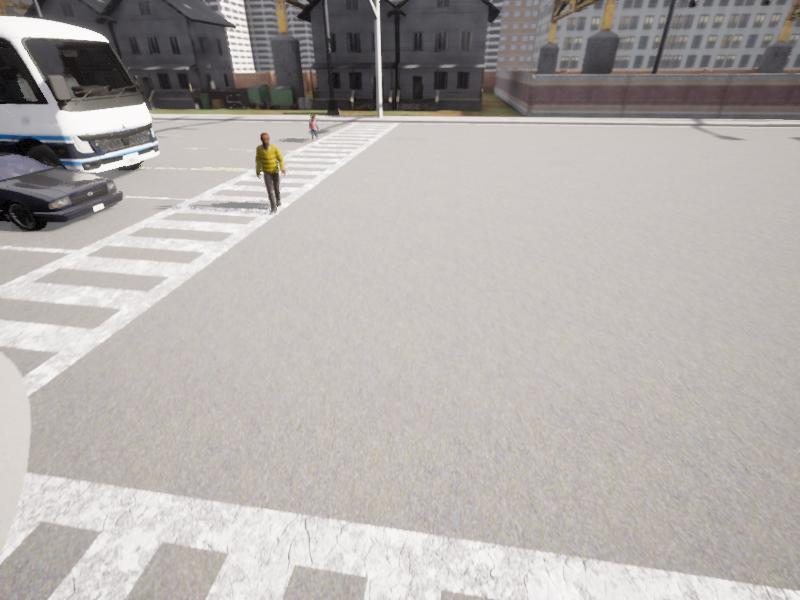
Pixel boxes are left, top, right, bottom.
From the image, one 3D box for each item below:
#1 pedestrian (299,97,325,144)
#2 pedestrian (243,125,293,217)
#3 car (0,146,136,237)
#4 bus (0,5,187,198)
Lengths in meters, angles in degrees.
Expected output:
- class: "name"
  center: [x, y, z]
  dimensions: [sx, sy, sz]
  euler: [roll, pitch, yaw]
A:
- class: "pedestrian"
  center: [-3.905, -8.019, 17.883]
  dimensions: [0.751, 1.860, 0.751]
  euler: [1, 30, 2]
- class: "pedestrian"
  center: [-2.994, -2.964, 9.228]
  dimensions: [0.751, 1.860, 0.751]
  euler: [-6, 31, -9]
- class: "car"
  center: [-9.495, -2.628, 9.247]
  dimensions: [5.357, 1.411, 2.033]
  euler: [4, 31, 8]
- class: "bus"
  center: [-12.966, -5.952, 12.144]
  dimensions: [10.273, 4.253, 3.944]
  euler: [4, 31, 7]
